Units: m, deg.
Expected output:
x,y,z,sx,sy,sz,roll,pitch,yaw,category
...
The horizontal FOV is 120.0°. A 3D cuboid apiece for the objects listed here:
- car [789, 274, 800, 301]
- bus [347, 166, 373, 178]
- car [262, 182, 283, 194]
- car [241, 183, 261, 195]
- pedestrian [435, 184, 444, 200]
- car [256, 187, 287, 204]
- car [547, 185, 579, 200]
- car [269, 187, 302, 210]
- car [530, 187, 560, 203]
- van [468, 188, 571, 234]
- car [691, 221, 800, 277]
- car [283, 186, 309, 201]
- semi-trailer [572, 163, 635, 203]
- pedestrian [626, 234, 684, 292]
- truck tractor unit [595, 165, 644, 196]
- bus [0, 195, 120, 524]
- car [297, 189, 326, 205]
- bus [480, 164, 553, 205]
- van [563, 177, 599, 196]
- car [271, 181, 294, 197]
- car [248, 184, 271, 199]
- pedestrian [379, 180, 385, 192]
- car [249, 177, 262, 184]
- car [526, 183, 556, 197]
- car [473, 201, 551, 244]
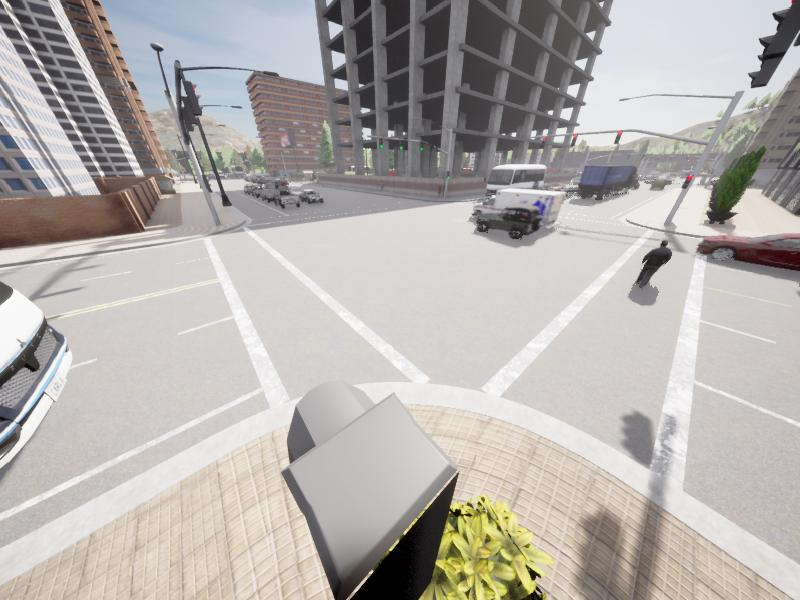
x,y,z,sx,sy,sz,roll,pitch,yaw,category
15.765,-0.043,6.710,1.994,1.385,4.181,-24,37,-35,car
-16.947,-54.637,98.379,10.273,4.253,3.944,-23,37,-34,bus
-22.848,-20.105,41.335,1.837,1.490,4.892,-22,37,-33,car
-25.067,-18.693,38.909,1.816,1.474,4.193,-22,37,-34,car
5.198,-14.340,30.630,0.751,1.860,0.751,-21,36,-32,pedestrian
-17.016,-13.831,30.482,2.163,1.488,4.792,-23,37,-34,car
23.938,-15.821,33.898,4.902,1.511,2.128,-23,37,-34,car
-13.065,-11.646,26.299,1.932,1.855,4.605,-21,36,-32,car
19.024,-13.768,30.300,3.705,1.549,1.789,-23,37,-34,car
8.863,-7.161,17.982,2.351,2.431,6.366,-24,37,-35,van
17.142,-2.155,10.200,1.882,1.535,5.008,-20,36,-31,car
-14.901,-15.280,33.028,1.812,1.442,4.674,-22,37,-34,car
29.833,-17.280,33.507,14.254,4.402,2.717,-23,37,-34,semi-trailer
9.192,-1.348,8.432,0.751,1.860,0.751,23,37,34,pedestrian
35.970,-19.699,37.889,6.516,4.208,3.053,-20,35,-31,truck tractor unit
-9.885,1.753,0.719,10.273,4.253,3.944,-23,37,-34,bus
-11.249,-13.098,29.215,1.970,1.475,3.806,-22,37,-33,car
15.792,-15.784,31.093,10.273,4.253,3.944,-23,37,-34,bus
29.749,-18.670,37.915,6.366,2.431,2.351,-23,37,-34,van
-18.776,-17.815,36.971,1.905,1.878,3.866,-23,37,-34,car
-21.131,-16.369,34.750,1.851,1.617,3.988,-22,37,-34,car
-3.092,-19.767,40.035,0.751,1.860,0.751,-21,36,-32,pedestrian
-40.526,-33.514,64.600,2.007,1.525,4.514,-22,37,-34,car
22.490,-17.570,36.767,4.611,1.667,2.242,-23,37,-34,car
7.172,-5.234,15.179,1.905,1.878,3.866,-24,37,-35,car
